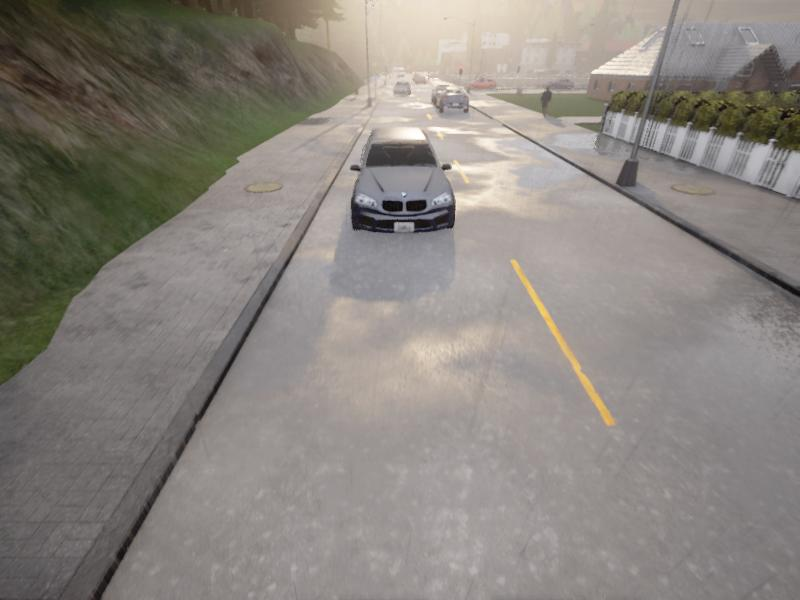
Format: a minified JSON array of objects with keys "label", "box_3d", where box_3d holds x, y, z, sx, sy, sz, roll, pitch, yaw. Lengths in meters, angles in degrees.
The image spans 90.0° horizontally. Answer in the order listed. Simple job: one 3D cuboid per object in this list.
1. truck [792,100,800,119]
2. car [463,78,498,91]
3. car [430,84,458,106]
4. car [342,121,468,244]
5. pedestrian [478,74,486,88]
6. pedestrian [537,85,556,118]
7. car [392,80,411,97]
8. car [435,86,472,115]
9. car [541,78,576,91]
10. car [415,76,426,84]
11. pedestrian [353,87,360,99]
[{"label":"truck","box_3d":[26.982,-11.856,23.859,4.478,2.038,2.069,0,30,0]},{"label":"car","box_3d":[11.437,-30.809,57.131,4.514,1.525,2.007,-1,30,-2]},{"label":"car","box_3d":[4.001,-18.956,36.870,2.038,1.542,4.974,0,30,0]},{"label":"car","box_3d":[-0.012,-3.029,9.507,2.242,1.667,4.611,-1,31,-2]},{"label":"pedestrian","box_3d":[12.196,-32.475,59.360,0.751,1.860,0.751,-2,30,-3]},{"label":"pedestrian","box_3d":[9.462,-12.849,25.856,0.751,1.860,0.751,11,32,19]},{"label":"car","box_3d":[0.229,-25.021,47.237,2.007,1.525,4.514,2,30,4]},{"label":"car","box_3d":[4.000,-15.407,30.716,2.152,1.651,5.027,0,30,0]},{"label":"car","box_3d":[22.615,-30.850,57.255,4.193,1.474,1.816,0,30,0]},{"label":"car","box_3d":[4.008,-43.066,78.228,1.994,1.385,4.181,0,30,0]},{"label":"pedestrian","box_3d":[-4.376,-20.747,40.100,0.500,1.100,0.500,11,32,18]}]
